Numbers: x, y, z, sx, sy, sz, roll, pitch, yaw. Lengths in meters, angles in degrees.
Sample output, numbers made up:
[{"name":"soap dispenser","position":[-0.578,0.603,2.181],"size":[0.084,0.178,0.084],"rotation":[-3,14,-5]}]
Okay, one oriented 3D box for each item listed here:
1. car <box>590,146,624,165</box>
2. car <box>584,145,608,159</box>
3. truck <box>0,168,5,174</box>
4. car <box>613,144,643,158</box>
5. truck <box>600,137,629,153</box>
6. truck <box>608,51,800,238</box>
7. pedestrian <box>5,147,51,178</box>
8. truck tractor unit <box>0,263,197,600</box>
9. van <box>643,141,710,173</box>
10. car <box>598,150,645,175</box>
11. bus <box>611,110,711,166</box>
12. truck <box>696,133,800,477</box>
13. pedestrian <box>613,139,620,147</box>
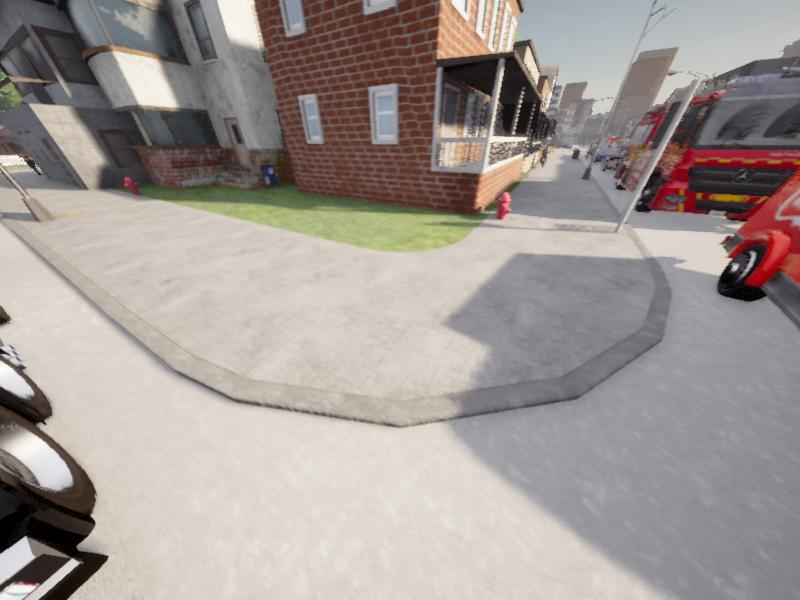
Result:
[{"name":"car","position":[22.409,-15.850,25.230],"size":[1.882,1.535,5.008],"rotation":[18,39,24]},{"name":"car","position":[27.728,-21.112,32.783],"size":[1.837,1.490,4.892],"rotation":[18,39,24]},{"name":"truck","position":[-33.820,-10.469,16.061],"size":[2.891,3.827,8.468],"rotation":[-25,42,-30]},{"name":"car","position":[32.806,-21.598,33.399],"size":[2.007,1.525,4.514],"rotation":[18,39,24]},{"name":"truck","position":[40.278,-29.280,43.544],"size":[2.627,2.467,5.204],"rotation":[17,38,23]},{"name":"truck","position":[11.340,-5.805,8.895],"size":[2.891,3.827,8.468],"rotation":[18,39,25]},{"name":"pedestrian","position":[-27.195,-10.099,16.943],"size":[0.751,1.860,0.751],"rotation":[-15,37,-19]},{"name":"truck tractor unit","position":[-5.114,-0.296,0.784],"size":[6.516,4.208,3.053],"rotation":[18,39,24]},{"name":"van","position":[23.274,-12.351,19.750],"size":[2.069,2.038,4.480],"rotation":[18,39,24]},{"name":"car","position":[18.016,-11.405,19.030],"size":[1.994,1.385,4.181],"rotation":[19,39,25]},{"name":"bus","position":[27.723,-17.820,25.633],"size":[3.944,4.253,10.273],"rotation":[18,39,24]},{"name":"truck","position":[5.845,-0.176,2.035],"size":[2.627,2.467,5.204],"rotation":[25,42,32]},{"name":"pedestrian","position":[65.874,-47.797,70.218],"size":[0.751,1.860,0.751],"rotation":[11,36,16]}]
